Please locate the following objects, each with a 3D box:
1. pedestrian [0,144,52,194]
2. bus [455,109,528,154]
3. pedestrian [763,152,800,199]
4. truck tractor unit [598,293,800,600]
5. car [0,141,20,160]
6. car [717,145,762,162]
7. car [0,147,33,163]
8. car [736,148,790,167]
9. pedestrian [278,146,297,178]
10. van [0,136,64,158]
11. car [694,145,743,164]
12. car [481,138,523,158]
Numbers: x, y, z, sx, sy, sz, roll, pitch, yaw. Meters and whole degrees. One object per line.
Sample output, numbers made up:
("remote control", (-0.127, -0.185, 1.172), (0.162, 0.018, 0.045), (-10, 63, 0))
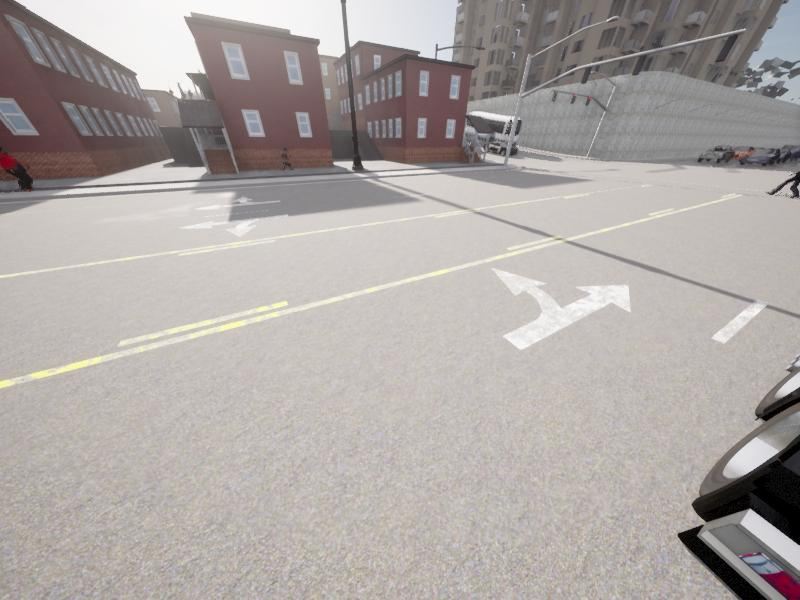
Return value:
("pedestrian", (-17.113, -5.825, 10.297), (0.751, 1.860, 0.751), (-17, 38, -23))
("bus", (14.091, -27.237, 37.127), (3.944, 4.253, 10.273), (-16, 47, -22))
("pedestrian", (18.618, -5.806, 10.800), (0.751, 1.860, 0.751), (-9, 36, -13))
("truck tractor unit", (5.157, -0.252, 0.709), (6.516, 4.208, 3.053), (-16, 38, -22))
("car", (-49.273, -17.770, 27.500), (1.932, 1.855, 4.605), (-16, 38, -22))
("car", (46.591, -20.178, 31.740), (4.553, 1.767, 2.097), (-16, 38, -22))
("car", (-43.909, -15.921, 25.331), (1.994, 1.385, 4.181), (-16, 38, -21))
("car", (41.482, -16.391, 26.413), (4.856, 1.649, 2.033), (-16, 38, -22))
("pedestrian", (-7.975, -9.801, 16.400), (0.751, 1.860, 0.751), (-17, 38, -23))
("van", (-52.890, -22.069, 33.165), (2.351, 2.431, 6.366), (-16, 38, -22))
("car", (39.722, -18.234, 28.824), (4.605, 1.855, 1.932), (-16, 38, -22))
("car", (14.062, -21.278, 32.274), (1.930, 1.638, 5.238), (-16, 43, -22))
